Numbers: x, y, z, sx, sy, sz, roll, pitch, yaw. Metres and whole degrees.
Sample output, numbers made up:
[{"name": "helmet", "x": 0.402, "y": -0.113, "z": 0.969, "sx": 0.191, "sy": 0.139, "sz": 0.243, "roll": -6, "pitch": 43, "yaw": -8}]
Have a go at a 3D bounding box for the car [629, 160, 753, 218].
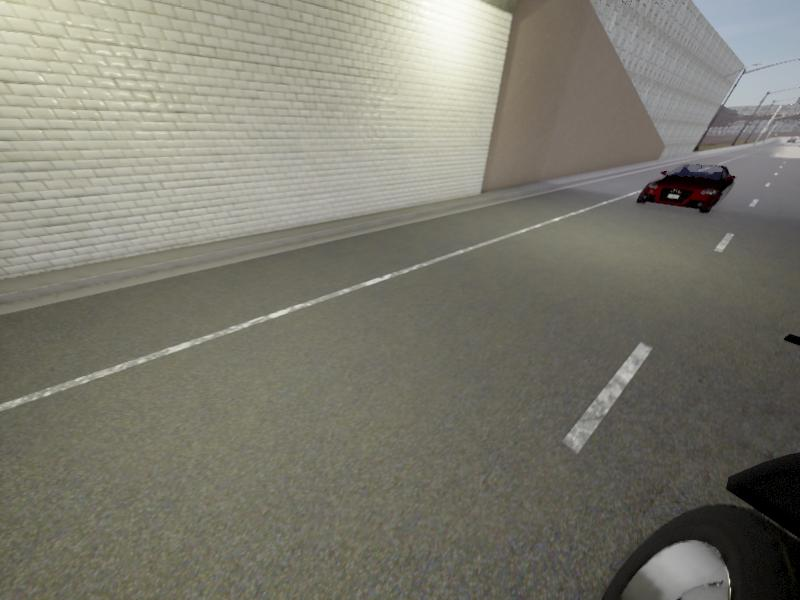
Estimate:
[{"name": "car", "x": 11.254, "y": -4.457, "z": 8.955, "sx": 4.181, "sy": 1.385, "sz": 1.994, "roll": -22, "pitch": 41, "yaw": -28}]
